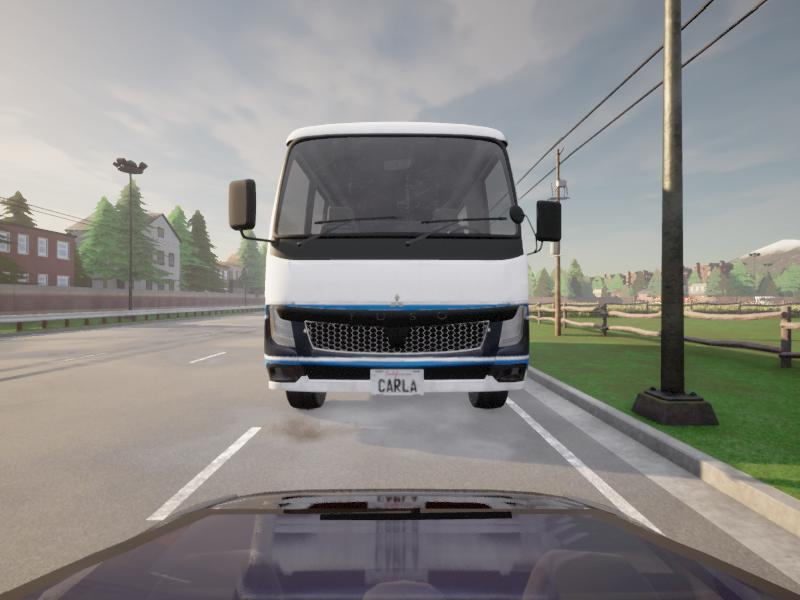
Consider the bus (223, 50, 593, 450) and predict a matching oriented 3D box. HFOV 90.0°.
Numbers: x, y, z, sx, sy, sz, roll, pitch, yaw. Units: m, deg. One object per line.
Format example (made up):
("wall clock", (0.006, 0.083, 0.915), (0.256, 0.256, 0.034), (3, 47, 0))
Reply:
("bus", (0.062, -0.534, 9.399), (3.944, 4.253, 10.273), (0, 0, 0))
